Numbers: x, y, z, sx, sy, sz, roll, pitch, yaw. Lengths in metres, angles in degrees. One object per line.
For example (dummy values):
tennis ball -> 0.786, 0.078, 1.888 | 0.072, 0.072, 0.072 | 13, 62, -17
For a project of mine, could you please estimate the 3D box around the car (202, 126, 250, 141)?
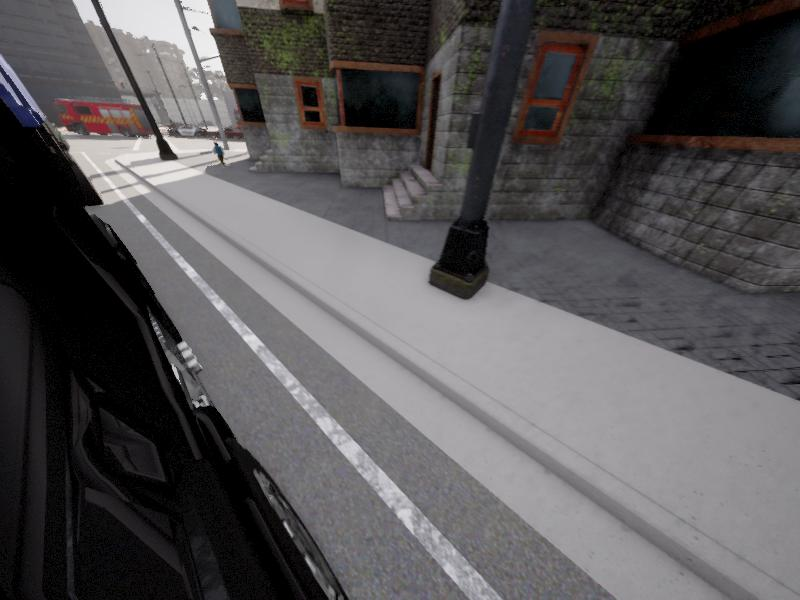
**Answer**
car -> -23.151, -22.228, 30.892 | 4.674, 1.442, 1.812 | -1, 37, -5

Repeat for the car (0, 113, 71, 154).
car -> -25.503, -11.671, 16.106 | 5.566, 2.045, 2.150 | 30, 45, 32

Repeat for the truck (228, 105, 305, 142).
truck -> -18.802, -25.395, 33.387 | 8.468, 3.827, 2.891 | -1, 37, -5

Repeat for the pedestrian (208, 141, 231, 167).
pedestrian -> -9.472, -7.671, 12.137 | 0.500, 1.100, 0.500 | 29, 44, 31

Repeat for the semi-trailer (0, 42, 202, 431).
semi-trailer -> -8.702, -3.586, 4.247 | 14.254, 4.402, 2.717 | 28, 44, 30

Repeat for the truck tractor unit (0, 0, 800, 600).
truck tractor unit -> -2.645, -0.295, 0.351 | 6.516, 4.208, 3.053 | 28, 44, 30

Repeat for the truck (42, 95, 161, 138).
truck -> -36.806, -22.848, 29.006 | 8.468, 3.827, 2.891 | -1, 37, -5

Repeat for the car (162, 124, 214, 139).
car -> -30.278, -24.190, 33.096 | 4.974, 1.542, 2.038 | -1, 37, -4
